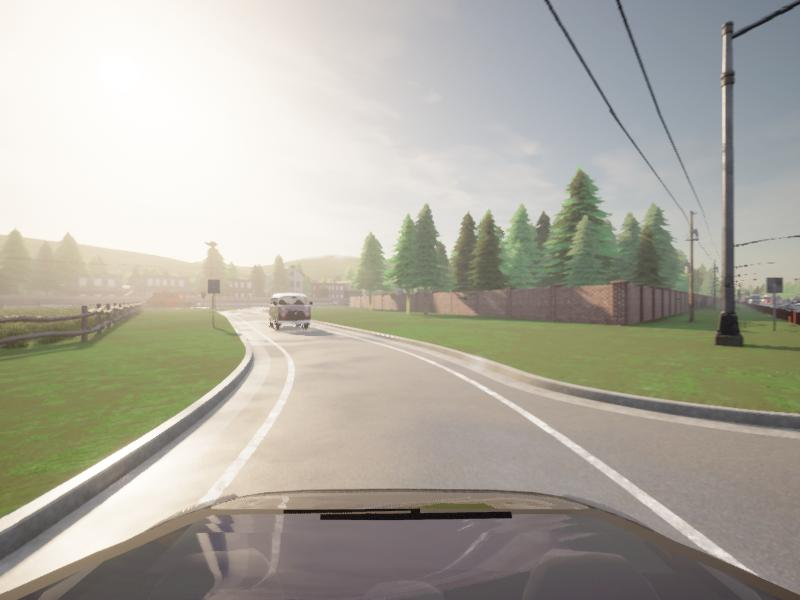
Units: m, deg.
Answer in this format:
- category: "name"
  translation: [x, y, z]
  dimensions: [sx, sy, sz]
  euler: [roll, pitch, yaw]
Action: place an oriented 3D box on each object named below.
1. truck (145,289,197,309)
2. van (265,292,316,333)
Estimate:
- category: "truck"
  translation: [-45.463, -0.163, 79.750]
  dimensions: [2.891, 3.827, 8.468]
  euler: [0, 0, 40]
- category: "van"
  translation: [-6.245, 0.617, 22.402]
  dimensions: [2.069, 2.038, 4.480]
  euler: [0, 0, -25]
